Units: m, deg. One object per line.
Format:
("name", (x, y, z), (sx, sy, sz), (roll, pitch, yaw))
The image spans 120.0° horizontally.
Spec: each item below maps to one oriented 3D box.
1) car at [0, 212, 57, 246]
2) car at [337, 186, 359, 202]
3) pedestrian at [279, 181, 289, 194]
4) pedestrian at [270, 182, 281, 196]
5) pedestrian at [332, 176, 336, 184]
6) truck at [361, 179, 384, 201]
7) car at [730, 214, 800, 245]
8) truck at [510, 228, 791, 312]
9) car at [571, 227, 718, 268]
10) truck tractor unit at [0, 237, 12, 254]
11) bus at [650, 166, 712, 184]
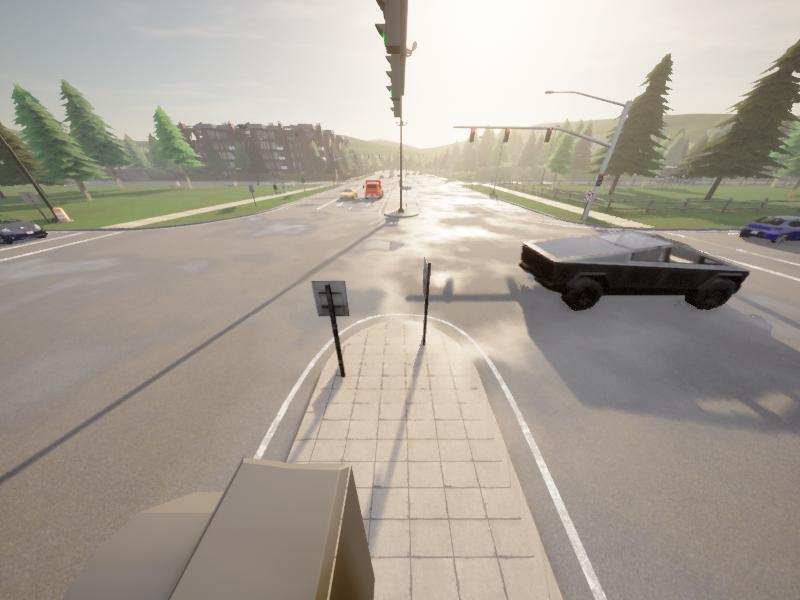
("car", (-24.612, -4.338, 14.014), (3.988, 1.617, 1.851), (0, 30, 0))
("car", (-7.286, -15.221, 32.888), (1.801, 1.575, 5.366), (0, 30, 0))
("pedestrian", (-18.715, -18.093, 37.231), (0.751, 1.860, 0.751), (3, 30, 4))
("pedestrian", (-19.121, -17.083, 35.480), (0.751, 1.860, 0.751), (4, 30, 7))
("pedestrian", (-17.402, -31.565, 60.870), (0.751, 1.860, 0.751), (0, 30, 1))
("truck", (-3.779, -15.931, 33.254), (2.627, 2.467, 5.204), (0, 29, 0))
("car", (24.014, -4.373, 14.205), (4.193, 1.474, 1.816), (0, 30, 0))
("truck", (7.655, -1.111, 7.932), (6.274, 2.098, 2.390), (0, 30, 0))
("car", (11.454, -2.590, 11.148), (4.674, 1.442, 1.812), (0, 30, 0))
("truck tractor unit", (-24.598, -3.715, 10.314), (6.516, 4.208, 3.053), (0, 30, 0))
("bus", (76.808, -34.405, 63.436), (10.273, 4.253, 3.944), (0, 30, 0))
